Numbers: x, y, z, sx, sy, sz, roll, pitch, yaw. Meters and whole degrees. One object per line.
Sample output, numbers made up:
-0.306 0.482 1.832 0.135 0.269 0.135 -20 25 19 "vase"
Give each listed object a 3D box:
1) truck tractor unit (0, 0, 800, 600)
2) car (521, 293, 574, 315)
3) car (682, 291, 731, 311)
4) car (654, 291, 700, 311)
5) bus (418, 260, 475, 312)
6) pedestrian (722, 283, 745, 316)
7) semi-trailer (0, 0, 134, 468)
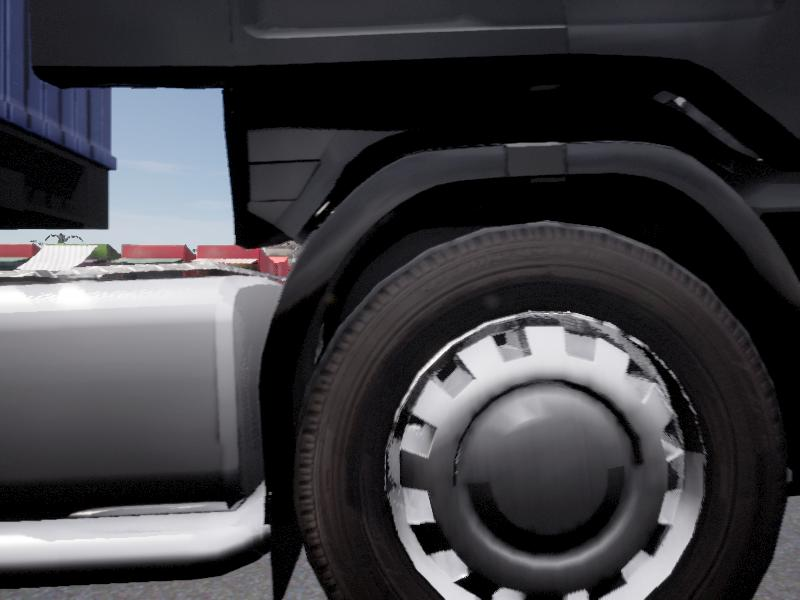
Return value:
-1.534 -1.124 2.148 6.516 4.208 3.053 0 0 -1 "truck tractor unit"
11.030 0.277 30.366 2.128 1.511 4.902 0 0 -1 "car"
30.418 0.083 39.889 1.905 1.878 3.866 0 0 -1 "car"
27.477 0.064 39.859 1.905 1.878 3.866 0 0 -1 "car"
4.050 -1.134 37.958 3.944 4.253 10.273 0 0 -1 "bus"
19.292 -0.026 23.152 0.751 1.860 0.751 0 0 7 "pedestrian"
-9.447 -1.271 2.062 14.254 4.402 2.717 0 0 -1 "semi-trailer"
